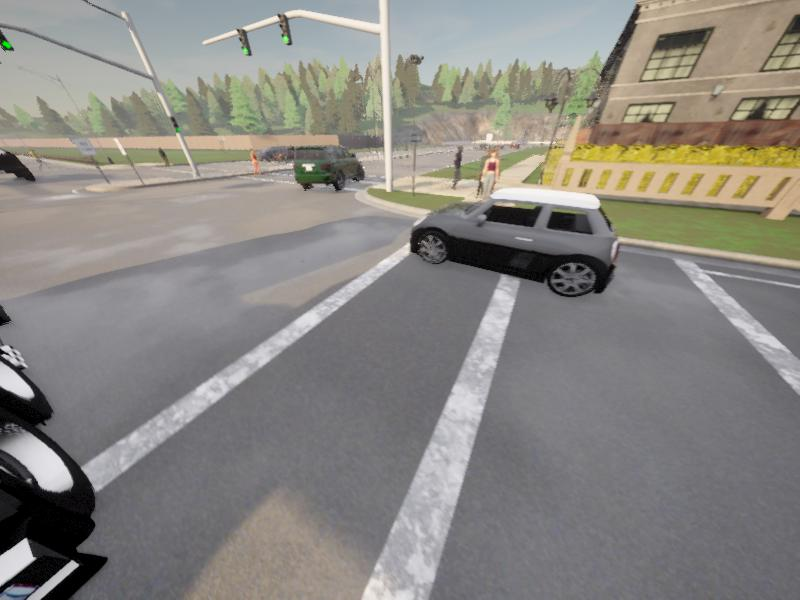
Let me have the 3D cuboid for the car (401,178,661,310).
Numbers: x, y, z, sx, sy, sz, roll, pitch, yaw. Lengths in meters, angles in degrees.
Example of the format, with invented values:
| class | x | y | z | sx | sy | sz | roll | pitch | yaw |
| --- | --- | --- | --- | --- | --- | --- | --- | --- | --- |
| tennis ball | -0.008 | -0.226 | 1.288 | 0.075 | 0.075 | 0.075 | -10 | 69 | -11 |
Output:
| class | x | y | z | sx | sy | sz | roll | pitch | yaw |
| --- | --- | --- | --- | --- | --- | --- | --- | --- | --- |
| car | 2.157 | -1.482 | 4.820 | 3.806 | 1.475 | 1.970 | 19 | 39 | 26 |

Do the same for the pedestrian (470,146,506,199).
| class | x | y | z | sx | sy | sz | roll | pitch | yaw |
| --- | --- | --- | --- | --- | --- | --- | --- | --- | --- |
| pedestrian | 3.675 | -5.410 | 9.805 | 0.751 | 1.860 | 0.751 | -13 | 37 | -18 |

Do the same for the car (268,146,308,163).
| class | x | y | z | sx | sy | sz | roll | pitch | yaw |
| --- | --- | --- | --- | --- | --- | --- | --- | --- | --- |
| car | -14.131 | -18.597 | 29.433 | 1.851 | 1.617 | 3.988 | 19 | 39 | 25 |

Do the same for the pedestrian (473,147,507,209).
| class | x | y | z | sx | sy | sz | roll | pitch | yaw |
| --- | --- | --- | --- | --- | --- | --- | --- | --- | --- |
| pedestrian | 3.238 | -4.399 | 8.356 | 0.751 | 1.860 | 0.751 | 11 | 37 | 16 |

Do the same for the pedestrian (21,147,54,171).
| class | x | y | z | sx | sy | sz | roll | pitch | yaw |
| --- | --- | --- | --- | --- | --- | --- | --- | --- | --- |
| pedestrian | -33.162 | -12.892 | 21.141 | 0.751 | 1.860 | 0.751 | 21 | 40 | 28 |

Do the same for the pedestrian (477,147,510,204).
| class | x | y | z | sx | sy | sz | roll | pitch | yaw |
| --- | --- | --- | --- | --- | --- | --- | --- | --- | --- |
| pedestrian | 3.545 | -4.781 | 8.901 | 0.751 | 1.860 | 0.751 | 8 | 36 | 12 |

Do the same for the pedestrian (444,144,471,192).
| class | x | y | z | sx | sy | sz | roll | pitch | yaw |
| --- | --- | --- | --- | --- | --- | --- | --- | --- | --- |
| pedestrian | 2.682 | -6.180 | 10.849 | 0.751 | 1.860 | 0.751 | 25 | 42 | 32 |

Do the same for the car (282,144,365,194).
| class | x | y | z | sx | sy | sz | roll | pitch | yaw |
| --- | --- | --- | --- | --- | --- | --- | --- | --- | --- |
| car | -3.954 | -7.777 | 13.413 | 2.150 | 2.045 | 5.566 | 5 | 35 | 9 |

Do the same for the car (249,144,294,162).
| class | x | y | z | sx | sy | sz | roll | pitch | yaw |
| --- | --- | --- | --- | --- | --- | --- | --- | --- | --- |
| car | -17.074 | -19.743 | 30.942 | 2.097 | 1.767 | 4.553 | 19 | 39 | 25 |

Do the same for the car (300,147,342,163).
| class | x | y | z | sx | sy | sz | roll | pitch | yaw |
| --- | --- | --- | --- | --- | --- | --- | --- | --- | --- |
| car | -9.982 | -18.630 | 29.556 | 2.163 | 1.488 | 4.792 | 19 | 39 | 25 |

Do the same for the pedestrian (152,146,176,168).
| class | x | y | z | sx | sy | sz | roll | pitch | yaw |
| --- | --- | --- | --- | --- | --- | --- | --- | --- | --- |
| pedestrian | -23.549 | -14.281 | 23.050 | 0.751 | 1.860 | 0.751 | 15 | 38 | 21 |

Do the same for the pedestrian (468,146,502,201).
| class | x | y | z | sx | sy | sz | roll | pitch | yaw |
| --- | --- | --- | --- | --- | --- | --- | --- | --- | --- |
| pedestrian | 3.415 | -5.101 | 9.362 | 0.751 | 1.860 | 0.751 | 21 | 40 | 27 |

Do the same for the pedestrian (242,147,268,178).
| class | x | y | z | sx | sy | sz | roll | pitch | yaw |
| --- | --- | --- | --- | --- | --- | --- | --- | --- | --- |
| pedestrian | -10.388 | -9.866 | 16.594 | 0.751 | 1.860 | 0.751 | 4 | 35 | 7 |

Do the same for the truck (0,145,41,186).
| class | x | y | z | sx | sy | sz | roll | pitch | yaw |
| --- | --- | --- | --- | --- | --- | --- | --- | --- | --- |
| truck | -27.809 | -9.203 | 15.626 | 6.274 | 2.098 | 2.390 | 18 | 39 | 25 |

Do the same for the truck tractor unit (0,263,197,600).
| class | x | y | z | sx | sy | sz | roll | pitch | yaw |
| --- | --- | --- | --- | --- | --- | --- | --- | --- | --- |
| truck tractor unit | -5.108 | -0.304 | 0.784 | 6.516 | 4.208 | 3.053 | 18 | 39 | 24 |
